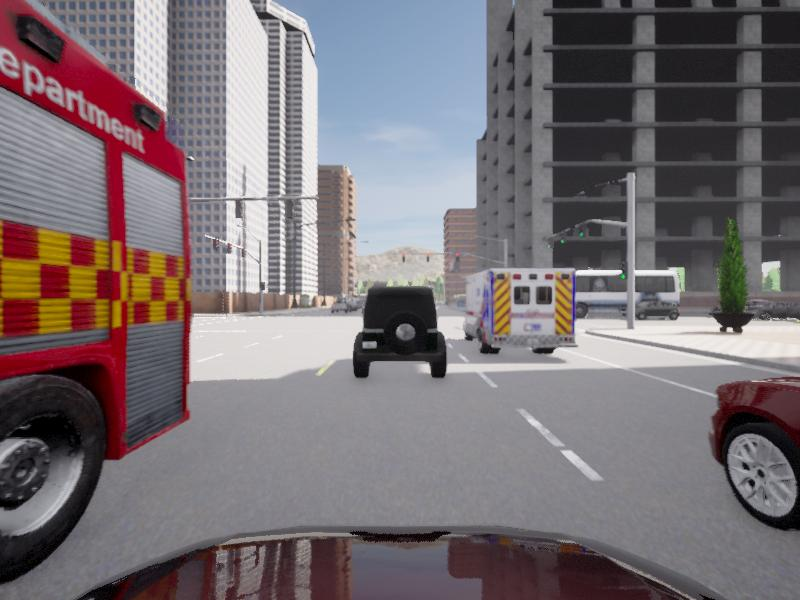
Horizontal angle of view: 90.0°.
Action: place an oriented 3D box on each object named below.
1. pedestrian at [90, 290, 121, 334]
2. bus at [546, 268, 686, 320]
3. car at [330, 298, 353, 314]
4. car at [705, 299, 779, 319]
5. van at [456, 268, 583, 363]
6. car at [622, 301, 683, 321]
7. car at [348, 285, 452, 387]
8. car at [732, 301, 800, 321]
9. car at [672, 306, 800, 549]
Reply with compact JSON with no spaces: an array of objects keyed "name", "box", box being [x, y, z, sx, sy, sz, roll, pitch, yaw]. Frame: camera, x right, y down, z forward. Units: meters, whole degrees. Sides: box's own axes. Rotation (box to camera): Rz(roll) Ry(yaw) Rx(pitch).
[{"name":"pedestrian","box":[-12.813,0.499,17.419,0.751,1.860,0.751,0,0,12]},{"name":"bus","box":[18.827,-0.504,35.475,10.273,4.253,3.944,0,0,0]},{"name":"car","box":[-7.168,0.691,49.476,1.932,1.855,4.605,0,0,3]},{"name":"car","box":[30.291,0.785,35.526,4.611,1.667,2.242,0,0,0]},{"name":"van","box":[3.490,0.388,13.405,2.351,2.431,6.366,0,0,0]},{"name":"car","box":[20.178,0.840,32.087,3.705,1.549,1.789,0,0,0]},{"name":"car","box":[-0.001,0.654,9.242,1.905,1.878,3.866,0,0,0]},{"name":"car","box":[29.945,0.862,32.023,4.902,1.511,2.128,0,0,1]},{"name":"car","box":[3.500,0.824,1.256,1.882,1.535,5.008,0,0,0]}]
